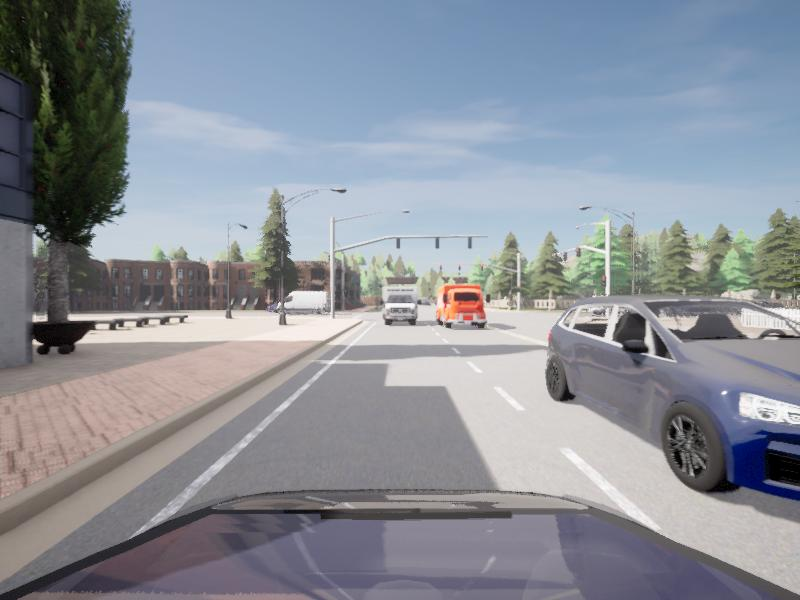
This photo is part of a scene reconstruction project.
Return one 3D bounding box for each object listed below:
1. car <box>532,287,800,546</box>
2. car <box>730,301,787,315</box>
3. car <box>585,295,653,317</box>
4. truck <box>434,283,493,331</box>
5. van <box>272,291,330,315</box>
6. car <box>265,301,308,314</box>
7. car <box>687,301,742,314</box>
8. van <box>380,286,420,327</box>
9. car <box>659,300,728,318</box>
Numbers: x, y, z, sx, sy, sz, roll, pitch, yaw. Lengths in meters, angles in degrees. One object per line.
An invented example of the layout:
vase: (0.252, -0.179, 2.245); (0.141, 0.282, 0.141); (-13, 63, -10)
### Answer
car: (3.501, 0.761, 4.881); (2.242, 1.667, 4.611); (0, 0, 0)
car: (39.182, 0.850, 43.743); (4.514, 1.525, 2.007); (0, 0, -2)
car: (21.817, 0.589, 40.000); (5.566, 2.045, 2.150); (0, 0, 0)
truck: (3.521, 0.375, 23.325); (2.627, 2.467, 5.204); (0, -1, 0)
van: (-10.840, 0.343, 43.962); (5.915, 2.561, 1.988); (0, 0, 0)
car: (-13.409, 0.851, 47.441); (4.514, 1.525, 2.007); (0, 0, 0)
car: (36.987, 0.873, 47.124); (4.792, 1.488, 2.163); (0, 0, -2)
van: (0.023, 0.391, 26.830); (2.351, 2.431, 6.366); (0, 0, 0)
car: (26.689, 0.795, 36.495); (4.856, 1.649, 2.033); (0, 0, 0)
